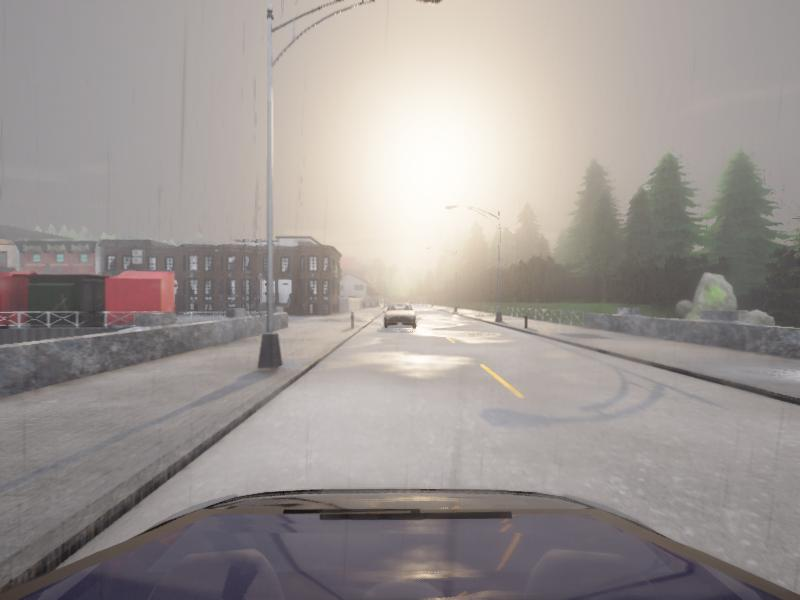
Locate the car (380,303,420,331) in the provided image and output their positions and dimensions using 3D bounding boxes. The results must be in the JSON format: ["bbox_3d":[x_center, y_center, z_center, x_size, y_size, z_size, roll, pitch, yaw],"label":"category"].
[{"bbox_3d":[-0.003,0.882,23.467,2.033,1.411,5.357,0,0,0],"label":"car"}]
